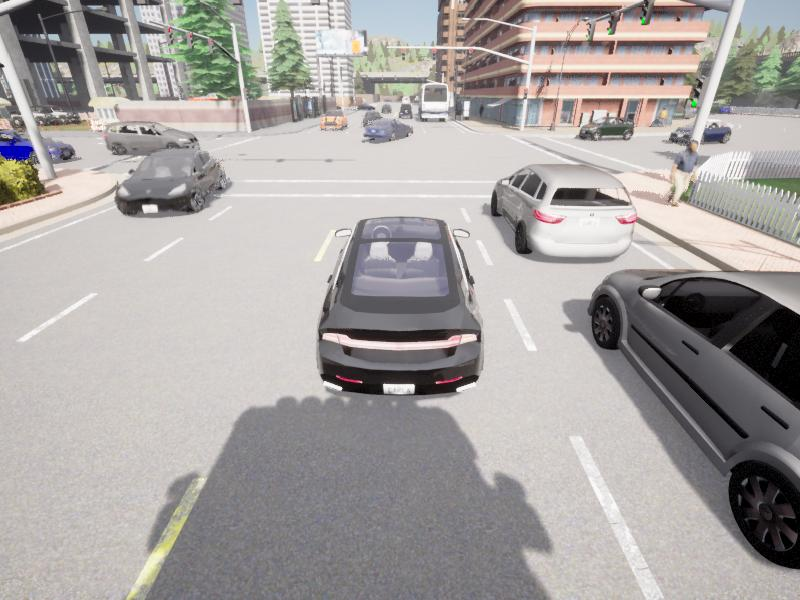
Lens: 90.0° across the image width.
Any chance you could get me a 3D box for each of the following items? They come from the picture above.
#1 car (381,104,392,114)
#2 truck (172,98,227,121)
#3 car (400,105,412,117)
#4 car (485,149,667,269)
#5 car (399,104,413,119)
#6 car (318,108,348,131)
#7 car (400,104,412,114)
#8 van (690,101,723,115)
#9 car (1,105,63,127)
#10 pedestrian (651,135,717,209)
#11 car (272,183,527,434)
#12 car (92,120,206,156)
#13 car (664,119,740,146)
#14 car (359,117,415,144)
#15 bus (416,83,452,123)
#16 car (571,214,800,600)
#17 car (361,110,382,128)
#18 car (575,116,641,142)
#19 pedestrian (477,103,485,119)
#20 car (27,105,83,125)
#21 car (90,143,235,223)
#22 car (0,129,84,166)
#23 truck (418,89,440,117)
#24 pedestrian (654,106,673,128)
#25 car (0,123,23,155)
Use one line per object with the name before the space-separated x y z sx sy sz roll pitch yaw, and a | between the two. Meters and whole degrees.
car | -2.431 -34.394 72.004 1.837 1.490 4.892 0 27 1
truck | -25.063 -23.995 50.335 5.204 2.467 2.615 0 27 1
car | 0.932 -29.952 63.303 1.801 1.575 5.366 0 27 1
car | 3.607 -2.399 9.471 2.242 1.667 4.611 1 27 1
car | 0.821 -26.461 56.116 1.905 1.878 3.866 0 27 1
car | -6.452 -17.660 39.075 2.097 1.767 4.553 0 27 1
car | 1.047 -33.698 70.550 2.038 1.542 4.974 0 27 1
van | 51.573 -32.396 67.448 1.775 1.987 4.442 1 27 1
car | -36.855 -18.477 40.153 3.866 1.878 1.905 0 27 1
pedestrian | 7.838 -3.549 11.115 0.751 1.860 0.751 0 27 1
car | 0.025 -0.455 5.857 2.128 1.511 4.902 0 27 1
car | -13.825 -9.081 22.378 4.611 1.667 2.242 -1 27 -2
car | 20.352 -11.373 27.047 3.806 1.475 1.970 -9 29 -18
car | -0.826 -12.720 29.838 2.033 1.411 5.357 12 30 22
bus | 4.142 -25.664 51.983 3.944 4.253 10.273 0 27 1
car | 3.496 0.483 3.924 1.851 1.617 3.988 0 27 1
car | -2.900 -19.098 42.206 1.837 1.490 4.892 0 27 1
car | 15.050 -12.480 29.121 3.705 1.549 1.789 -5 28 -10
pedestrian | 10.609 -24.661 52.256 0.751 1.860 0.751 0 27 1
car | -36.818 -19.819 42.770 3.866 1.878 1.905 0 27 1
car | -6.945 -3.843 12.495 2.163 1.488 4.792 -4 27 -7
car | -18.162 -7.348 19.211 4.193 1.474 1.816 0 27 0
truck | 4.447 -31.282 63.387 2.891 3.827 8.468 0 27 1
pedestrian | 24.519 -17.041 37.283 0.751 1.860 0.751 -10 29 -18
car | -24.748 -8.993 22.359 4.974 1.542 2.038 0 27 0
